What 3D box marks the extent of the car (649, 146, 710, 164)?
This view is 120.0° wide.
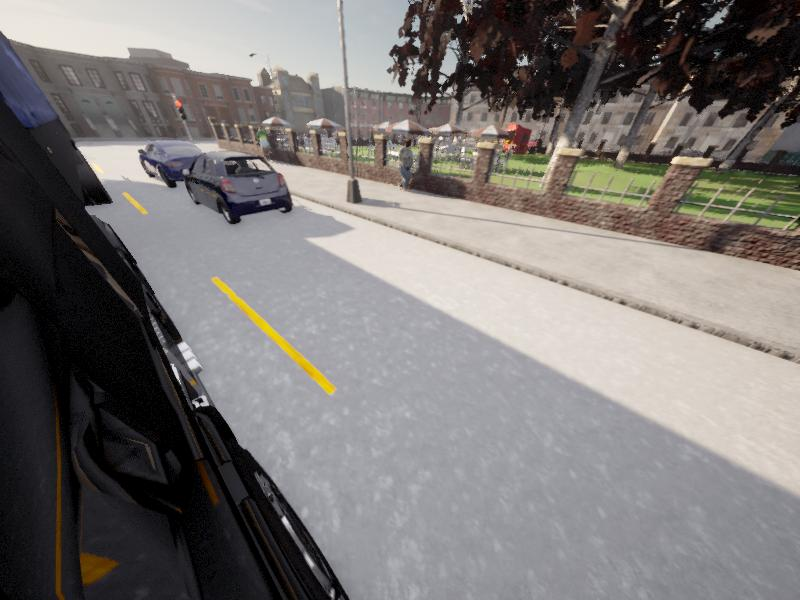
[{"bbox_3d":[37.242,-19.507,31.015,4.902,1.511,2.128,28,43,29],"label":"car"}]

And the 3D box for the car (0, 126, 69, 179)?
[{"bbox_3d":[-16.713,-6.485,9.993,4.514,1.525,2.007,27,43,29],"label":"car"}]

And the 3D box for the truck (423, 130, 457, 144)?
[{"bbox_3d":[8.306,-34.077,48.188,6.274,2.098,2.390,17,39,19],"label":"truck"}]

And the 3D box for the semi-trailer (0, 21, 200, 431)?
[{"bbox_3d":[-8.599,-3.670,4.325,14.254,4.402,2.717,29,44,31],"label":"semi-trailer"}]

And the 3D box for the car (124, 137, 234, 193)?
[{"bbox_3d":[-9.175,-5.741,9.556,4.674,1.442,1.812,27,43,29],"label":"car"}]

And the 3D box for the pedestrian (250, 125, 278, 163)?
[{"bbox_3d":[-8.336,-9.610,14.227,0.751,1.860,0.751,28,43,30],"label":"pedestrian"}]

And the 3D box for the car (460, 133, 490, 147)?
[{"bbox_3d":[13.511,-29.025,41.931,4.605,1.855,1.932,28,44,30],"label":"car"}]

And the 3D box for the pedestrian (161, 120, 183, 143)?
[{"bbox_3d":[-23.120,-17.059,23.447,0.751,1.860,0.751,28,43,30],"label":"pedestrian"}]

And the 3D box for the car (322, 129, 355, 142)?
[{"bbox_3d":[-10.099,-27.255,38.296,1.882,1.535,5.008,28,43,30],"label":"car"}]

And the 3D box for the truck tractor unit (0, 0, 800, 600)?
[{"bbox_3d":[-2.645,-0.295,0.351,6.516,4.208,3.053,28,44,30],"label":"truck tractor unit"}]

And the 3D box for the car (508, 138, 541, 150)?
[{"bbox_3d":[21.948,-27.481,40.705,4.514,1.525,2.007,28,43,29],"label":"car"}]

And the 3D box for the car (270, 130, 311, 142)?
[{"bbox_3d":[-15.501,-23.380,32.944,1.895,1.301,4.718,28,43,29],"label":"car"}]

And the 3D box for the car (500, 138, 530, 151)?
[{"bbox_3d":[19.095,-25.821,38.332,3.806,1.475,1.970,27,43,29],"label":"car"}]

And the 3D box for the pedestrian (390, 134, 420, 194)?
[{"bbox_3d":[0.174,-5.174,8.843,0.751,1.860,0.751,27,43,29],"label":"pedestrian"}]

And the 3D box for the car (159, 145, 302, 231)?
[{"bbox_3d":[-4.841,-3.422,6.655,3.633,1.501,1.845,27,43,29],"label":"car"}]
